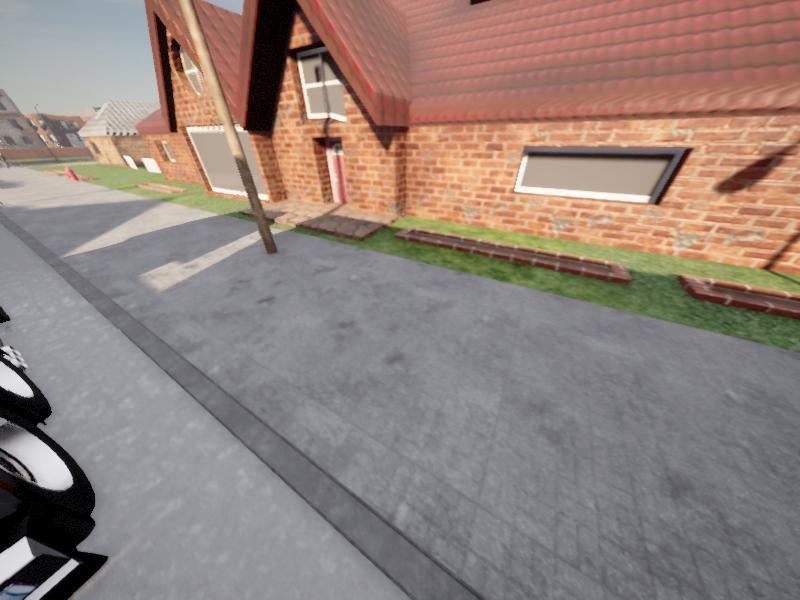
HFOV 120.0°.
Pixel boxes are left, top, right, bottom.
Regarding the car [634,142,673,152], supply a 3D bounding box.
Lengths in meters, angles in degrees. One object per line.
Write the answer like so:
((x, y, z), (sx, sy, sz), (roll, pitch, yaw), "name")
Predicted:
((55.390, -33.573, 50.666), (5.238, 1.638, 1.930), (18, 39, 24), "car")

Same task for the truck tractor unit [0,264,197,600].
((-5.117, -0.292, 0.786), (6.516, 4.208, 3.053), (18, 39, 24), "truck tractor unit")

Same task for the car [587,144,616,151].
((47.457, -36.027, 54.546), (4.718, 1.301, 1.895), (18, 39, 24), "car")
